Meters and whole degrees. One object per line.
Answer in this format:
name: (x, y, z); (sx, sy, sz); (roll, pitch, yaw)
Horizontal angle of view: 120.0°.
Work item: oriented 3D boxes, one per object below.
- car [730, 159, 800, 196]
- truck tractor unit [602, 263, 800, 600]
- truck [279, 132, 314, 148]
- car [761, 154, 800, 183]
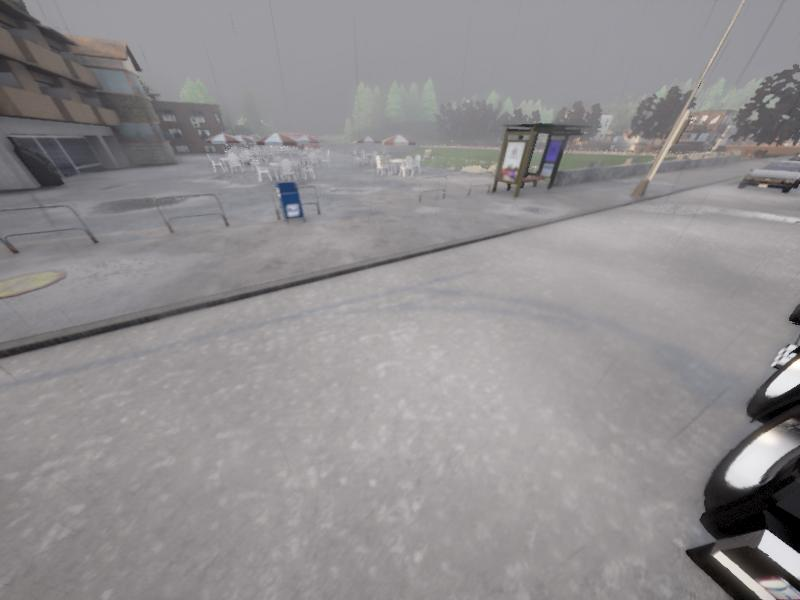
car: (22.157, -7.308, 13.521); (5.357, 1.411, 2.033); (-18, 39, -24)
truck tractor unit: (5.112, -0.298, 0.785); (6.516, 4.208, 3.053); (-18, 39, -24)
truck: (-30.967, -48.005, 69.390); (8.468, 3.827, 2.891); (-18, 39, -24)
car: (28.927, -9.570, 16.724); (4.514, 1.525, 2.007); (-18, 39, -25)
